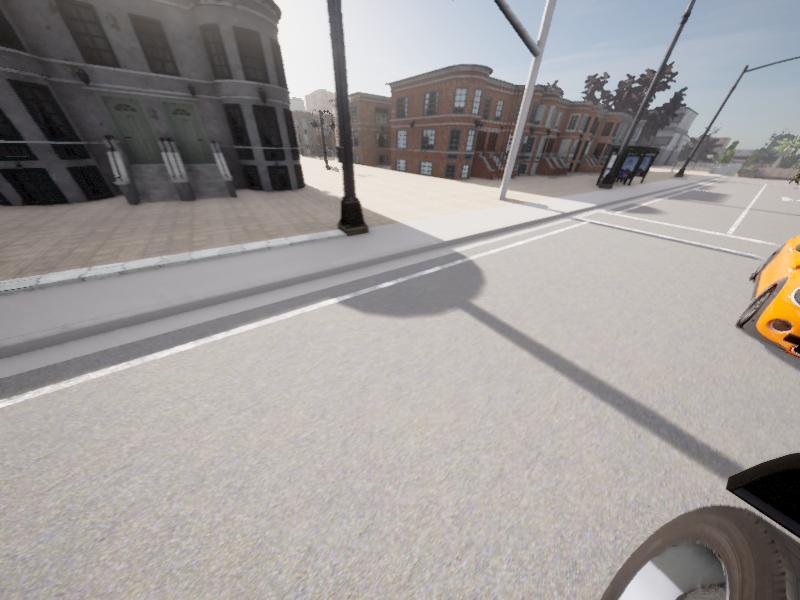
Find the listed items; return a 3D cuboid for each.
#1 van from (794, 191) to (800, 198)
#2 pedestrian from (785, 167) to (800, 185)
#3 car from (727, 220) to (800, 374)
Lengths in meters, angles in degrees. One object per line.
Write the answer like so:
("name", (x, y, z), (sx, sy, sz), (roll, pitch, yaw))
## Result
("van", (72.399, -19.488, 40.298), (5.915, 2.561, 1.988), (-9, 34, -36))
("pedestrian", (46.641, -14.518, 27.008), (0.751, 1.860, 0.751), (-17, 38, -26))
("car", (7.361, -0.242, 3.366), (4.553, 1.767, 2.097), (-20, 40, -30))
